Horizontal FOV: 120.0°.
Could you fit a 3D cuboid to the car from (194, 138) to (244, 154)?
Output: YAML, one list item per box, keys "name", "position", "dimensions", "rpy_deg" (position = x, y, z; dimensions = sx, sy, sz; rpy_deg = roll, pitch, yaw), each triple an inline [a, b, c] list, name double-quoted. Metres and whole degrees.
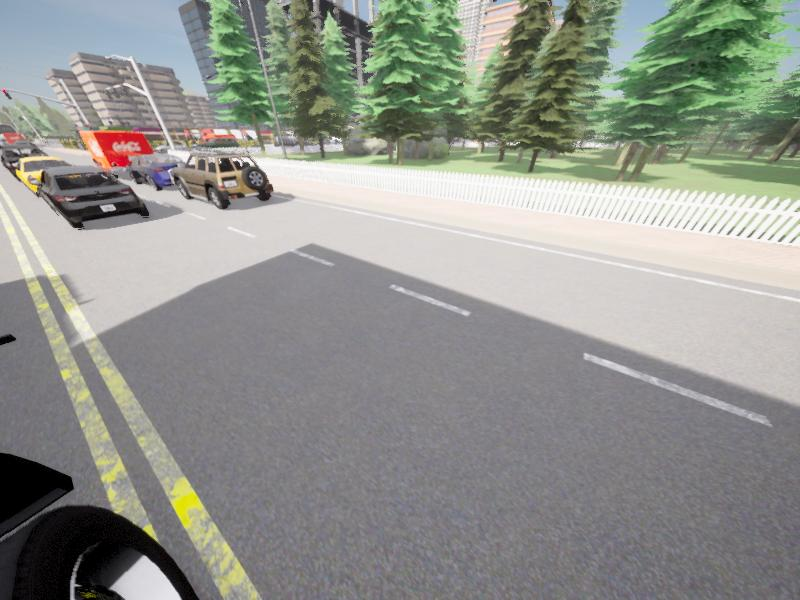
- name: "car"
  position: [-28.337, -24.364, 36.449]
  dimensions: [2.150, 2.045, 5.566]
  rpy_deg: [20, 40, 26]

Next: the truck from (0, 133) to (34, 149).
- name: "truck"
  position: [-79.957, -33.159, 48.134]
  dimensions: [5.204, 2.467, 2.627]
  rpy_deg: [21, 40, 27]

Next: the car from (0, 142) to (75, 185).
- name: "car"
  position: [-22.071, -8.239, 13.782]
  dimensions: [4.605, 1.855, 1.932]
  rpy_deg: [21, 40, 27]

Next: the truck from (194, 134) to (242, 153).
- name: "truck"
  position: [-30.486, -26.385, 38.899]
  dimensions: [2.627, 2.467, 5.204]
  rpy_deg: [20, 41, 25]

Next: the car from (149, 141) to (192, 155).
- name: "car"
  position: [-34.137, -22.746, 34.490]
  dimensions: [1.851, 1.617, 3.988]
  rpy_deg: [22, 40, 27]

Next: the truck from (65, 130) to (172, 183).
- name: "truck"
  position: [-18.026, -9.342, 14.866]
  dimensions: [5.204, 2.467, 2.627]
  rpy_deg: [21, 40, 27]

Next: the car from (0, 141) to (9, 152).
- name: "car"
  position: [-68.067, -25.751, 38.611]
  dimensions: [4.514, 1.525, 2.007]
  rpy_deg: [21, 40, 27]

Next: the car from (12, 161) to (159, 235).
- name: "car"
  position: [-10.182, -3.500, 7.509]
  dimensions: [4.193, 1.474, 1.816]
  rpy_deg: [21, 40, 27]

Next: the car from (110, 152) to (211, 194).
- name: "car"
  position: [-12.707, -6.892, 12.293]
  dimensions: [4.792, 1.488, 2.163]
  rpy_deg: [21, 40, 27]

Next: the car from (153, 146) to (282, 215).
- name: "car"
  position: [-7.256, -4.959, 9.251]
  dimensions: [4.605, 1.855, 1.932]
  rpy_deg: [21, 40, 27]

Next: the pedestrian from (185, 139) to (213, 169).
- name: "pedestrian"
  position: [-15.291, -11.084, 17.580]
  dimensions: [0.751, 1.860, 0.751]
  rpy_deg: [22, 40, 27]

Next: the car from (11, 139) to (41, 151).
- name: "car"
  position: [-67.298, -27.950, 41.572]
  dimensions: [5.238, 1.638, 1.930]
  rpy_deg: [21, 40, 27]

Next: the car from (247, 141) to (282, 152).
- name: "car"
  position: [-24.388, -27.780, 41.772]
  dimensions: [2.038, 1.542, 4.974]
  rpy_deg: [20, 40, 26]

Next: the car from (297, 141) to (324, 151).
- name: "car"
  position: [-17.465, -30.331, 45.449]
  dimensions: [2.007, 1.525, 4.514]
  rpy_deg: [20, 40, 26]

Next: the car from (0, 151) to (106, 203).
- name: "car"
  position: [-16.194, -5.856, 10.710]
  dimensions: [5.366, 1.575, 1.801]
  rpy_deg: [21, 40, 27]

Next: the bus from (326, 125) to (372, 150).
- name: "bus"
  position: [-11.275, -37.259, 52.949]
  dimensions: [3.944, 4.253, 10.273]
  rpy_deg: [20, 40, 26]
